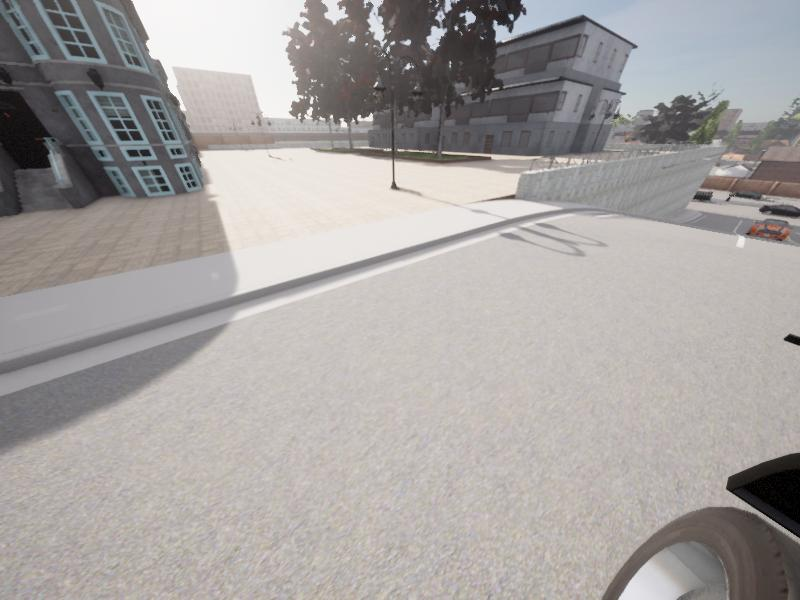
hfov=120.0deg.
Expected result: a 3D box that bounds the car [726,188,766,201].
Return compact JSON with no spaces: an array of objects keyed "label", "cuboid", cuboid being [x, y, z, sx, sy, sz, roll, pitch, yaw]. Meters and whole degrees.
[{"label":"car","cuboid":[68.448,-20.951,45.767,1.994,1.385,4.181,-22,41,-28]}]

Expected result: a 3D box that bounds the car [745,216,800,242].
[{"label":"car","cuboid":[34.877,-6.746,21.732,4.553,1.767,2.097,-13,36,-34]}]

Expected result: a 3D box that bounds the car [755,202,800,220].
[{"label":"car","cuboid":[59.093,-13.609,35.286,1.882,1.535,5.008,-22,41,-28]}]

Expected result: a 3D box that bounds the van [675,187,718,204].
[{"label":"van","cuboid":[56.017,-19.827,43.756,1.775,1.987,4.442,-22,41,-28]}]
